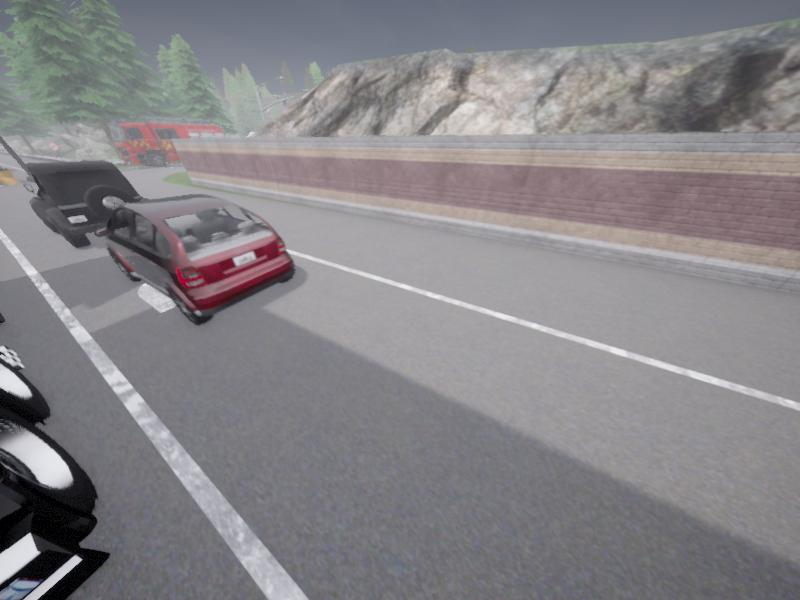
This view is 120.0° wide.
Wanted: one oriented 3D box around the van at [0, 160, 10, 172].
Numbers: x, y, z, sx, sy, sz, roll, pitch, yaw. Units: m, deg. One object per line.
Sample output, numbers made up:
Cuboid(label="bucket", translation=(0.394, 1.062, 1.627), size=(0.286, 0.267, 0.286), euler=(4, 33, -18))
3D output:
Cuboid(label="van", translation=(-38.801, -12.945, 21.160), size=(4.480, 2.038, 2.069), euler=(19, 39, 25))

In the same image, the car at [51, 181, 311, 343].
Cuboid(label="car", translation=(-3.771, -1.022, 4.148), size=(3.705, 1.549, 1.789), euler=(19, 39, 25))

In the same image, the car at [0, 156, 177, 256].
Cuboid(label="car", translation=(-8.838, -2.862, 6.541), size=(3.866, 1.878, 1.905), euler=(19, 39, 25))

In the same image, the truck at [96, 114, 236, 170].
Cuboid(label="truck", translation=(-22.004, -15.481, 22.772), size=(2.891, 3.827, 8.468), euler=(18, 39, 25))

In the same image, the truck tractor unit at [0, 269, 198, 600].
Cuboid(label="truck tractor unit", translation=(-5.118, -0.294, 0.766), size=(6.516, 4.208, 3.053), euler=(18, 39, 24))
